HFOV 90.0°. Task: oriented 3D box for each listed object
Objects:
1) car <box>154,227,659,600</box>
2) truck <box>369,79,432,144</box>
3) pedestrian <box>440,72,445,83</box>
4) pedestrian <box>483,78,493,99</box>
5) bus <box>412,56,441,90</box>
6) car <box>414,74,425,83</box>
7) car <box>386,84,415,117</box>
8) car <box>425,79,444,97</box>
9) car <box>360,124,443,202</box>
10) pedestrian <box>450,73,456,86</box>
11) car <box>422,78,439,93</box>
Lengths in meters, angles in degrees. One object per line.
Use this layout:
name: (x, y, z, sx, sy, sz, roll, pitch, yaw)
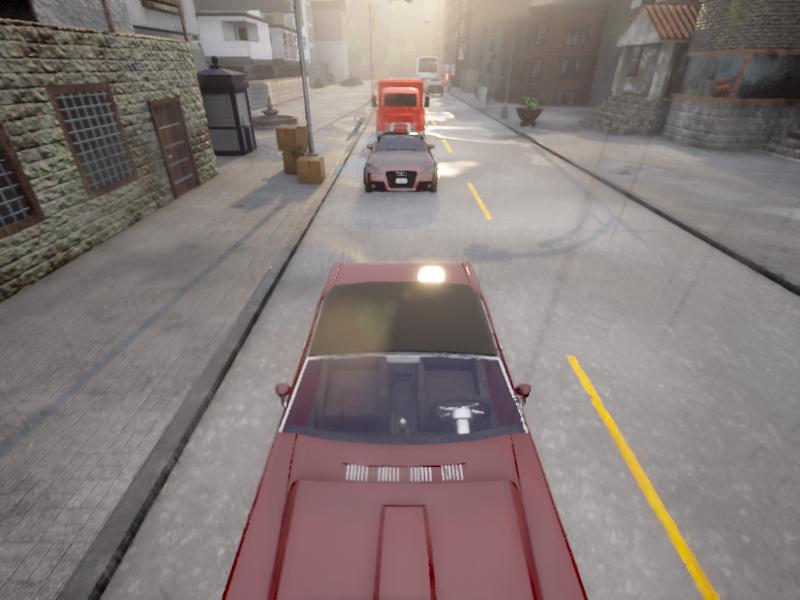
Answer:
car: (0.024, 0.836, 3.285, 1.895, 1.301, 4.718, 0, 30, 0)
truck: (0.029, -9.300, 19.452, 2.627, 2.467, 5.204, 0, 30, 0)
pedestrian: (8.550, -44.875, 80.578, 0.751, 1.860, 0.751, -7, 31, -12)
pedestrian: (8.874, -21.275, 40.263, 0.751, 1.860, 0.751, 9, 32, 16)
bus: (3.949, -35.939, 63.216, 3.944, 4.253, 10.273, 0, 31, 0)
car: (4.086, -45.778, 82.601, 2.033, 1.649, 4.856, 0, 30, 0)
car: (0.035, -14.246, 28.471, 1.905, 1.878, 3.866, 0, 30, 0)
car: (4.053, -25.389, 47.763, 1.930, 1.638, 5.238, 0, 30, 0)
car: (0.017, -4.198, 11.817, 1.994, 1.385, 4.181, 0, 30, 0)
pedestrian: (8.935, -37.457, 67.917, 0.751, 1.860, 0.751, -2, 30, -4)
car: (4.058, -29.081, 54.175, 1.882, 1.535, 5.008, 0, 30, 0)
